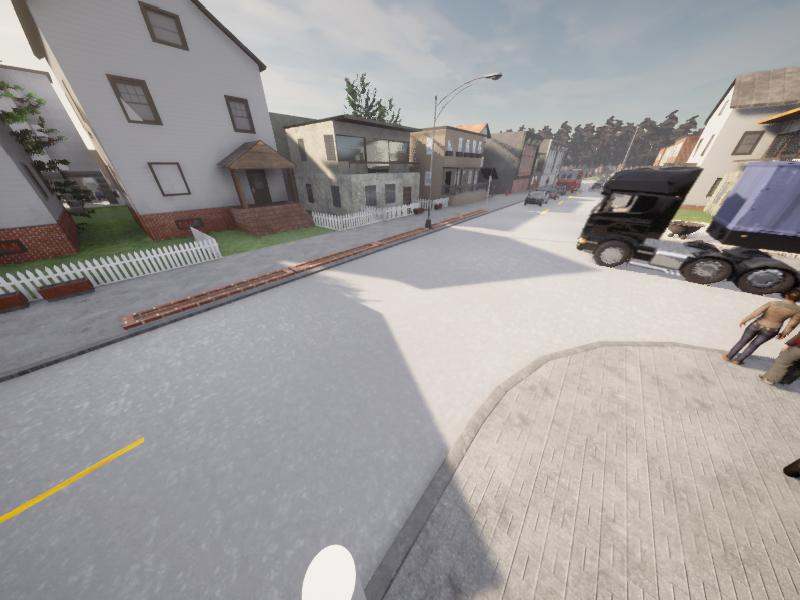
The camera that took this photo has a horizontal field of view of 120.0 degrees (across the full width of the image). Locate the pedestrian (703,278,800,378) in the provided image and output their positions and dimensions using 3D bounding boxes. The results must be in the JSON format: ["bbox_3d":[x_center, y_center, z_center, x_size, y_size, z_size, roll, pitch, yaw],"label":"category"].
[{"bbox_3d":[7.647,0.595,4.860,0.751,1.860,0.751,-16,34,-26],"label":"pedestrian"}]

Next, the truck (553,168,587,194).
[{"bbox_3d":[30.933,-21.820,41.975,2.891,3.827,8.468,23,37,34],"label":"truck"}]

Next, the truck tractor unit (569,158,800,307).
[{"bbox_3d":[11.649,-3.208,9.333,6.516,4.208,3.053,22,37,32],"label":"truck tractor unit"}]

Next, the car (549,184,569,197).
[{"bbox_3d":[25.445,-17.570,36.884,1.789,1.549,3.705,23,37,34],"label":"car"}]

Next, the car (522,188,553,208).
[{"bbox_3d":[16.653,-12.450,27.928,1.930,1.638,5.238,22,37,33],"label":"car"}]

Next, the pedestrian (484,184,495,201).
[{"bbox_3d":[11.764,-14.150,30.396,0.751,1.860,0.751,20,35,30],"label":"pedestrian"}]

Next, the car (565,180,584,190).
[{"bbox_3d":[36.550,-24.144,48.343,2.163,1.488,4.792,23,37,34],"label":"car"}]

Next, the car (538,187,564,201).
[{"bbox_3d":[21.579,-15.203,32.970,1.994,1.385,4.181,23,37,34],"label":"car"}]

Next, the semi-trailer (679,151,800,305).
[{"bbox_3d":[17.780,-0.789,4.953,14.254,4.402,2.717,22,37,34],"label":"semi-trailer"}]

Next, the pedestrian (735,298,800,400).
[{"bbox_3d":[7.726,0.900,4.332,0.751,1.860,0.751,17,34,27],"label":"pedestrian"}]

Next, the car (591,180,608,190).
[{"bbox_3d":[41.265,-23.861,47.804,2.038,1.542,4.974,23,37,34],"label":"car"}]

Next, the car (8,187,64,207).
[{"bbox_3d":[-43.673,-12.532,27.911,2.242,1.667,4.611,-23,37,-34],"label":"car"}]

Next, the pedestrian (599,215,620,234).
[{"bbox_3d":[13.812,-4.989,15.273,0.500,1.100,0.500,-6,31,-11],"label":"pedestrian"}]

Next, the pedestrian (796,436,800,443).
[{"bbox_3d":[6.631,1.733,2.888,0.751,1.860,0.751,18,35,29],"label":"pedestrian"}]

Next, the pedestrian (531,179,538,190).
[{"bbox_3d":[25.500,-21.908,43.835,0.751,1.860,0.751,17,34,27],"label":"pedestrian"}]
